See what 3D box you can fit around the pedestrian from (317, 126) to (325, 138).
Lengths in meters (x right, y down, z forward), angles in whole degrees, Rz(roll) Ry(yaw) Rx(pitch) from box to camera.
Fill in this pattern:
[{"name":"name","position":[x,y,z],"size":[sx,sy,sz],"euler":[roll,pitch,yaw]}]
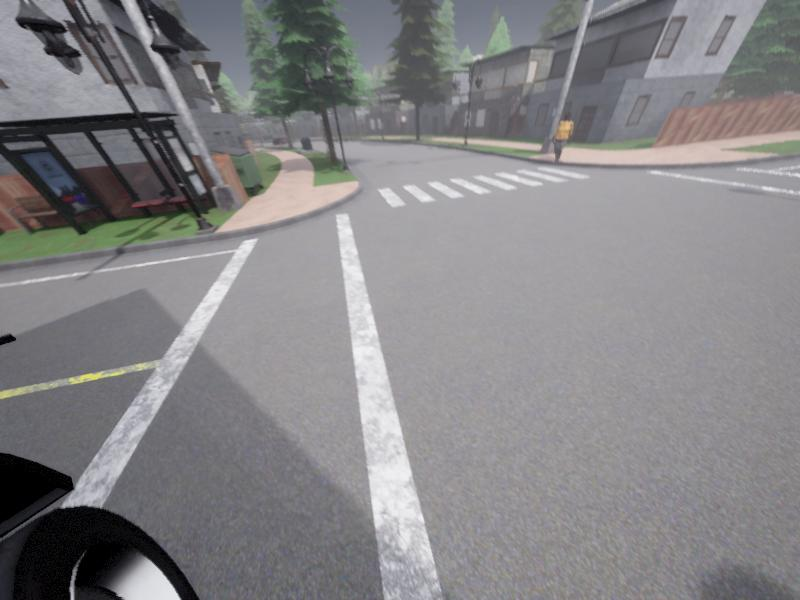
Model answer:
[{"name":"pedestrian","position":[-14.786,-31.417,43.213],"size":[0.751,1.860,0.751],"euler":[21,45,29]}]

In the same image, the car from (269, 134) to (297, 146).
[{"name":"car","position":[-18.516,-25.294,36.561],"size":[4.181,1.385,1.994],"euler":[26,48,33]}]

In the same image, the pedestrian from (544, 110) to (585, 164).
[{"name":"pedestrian","position":[7.317,-7.257,10.348],"size":[0.751,1.860,0.751],"euler":[-29,44,-28]}]
